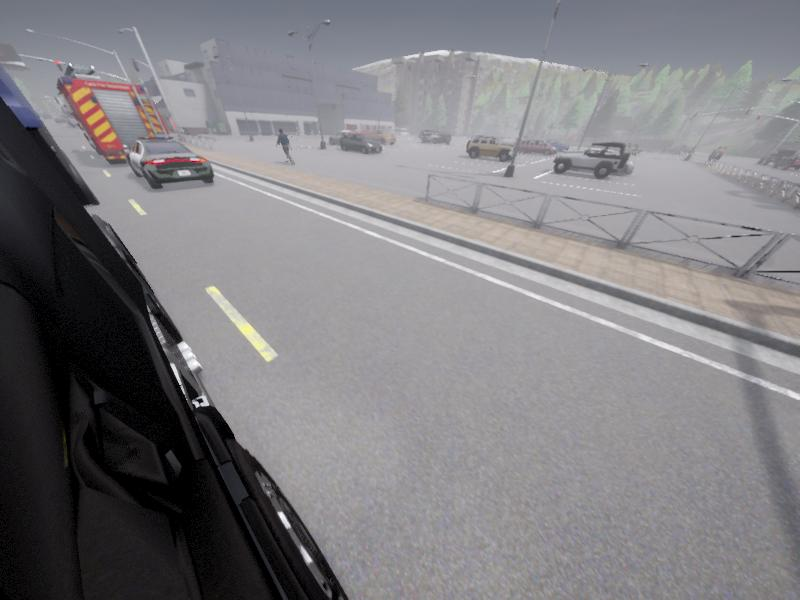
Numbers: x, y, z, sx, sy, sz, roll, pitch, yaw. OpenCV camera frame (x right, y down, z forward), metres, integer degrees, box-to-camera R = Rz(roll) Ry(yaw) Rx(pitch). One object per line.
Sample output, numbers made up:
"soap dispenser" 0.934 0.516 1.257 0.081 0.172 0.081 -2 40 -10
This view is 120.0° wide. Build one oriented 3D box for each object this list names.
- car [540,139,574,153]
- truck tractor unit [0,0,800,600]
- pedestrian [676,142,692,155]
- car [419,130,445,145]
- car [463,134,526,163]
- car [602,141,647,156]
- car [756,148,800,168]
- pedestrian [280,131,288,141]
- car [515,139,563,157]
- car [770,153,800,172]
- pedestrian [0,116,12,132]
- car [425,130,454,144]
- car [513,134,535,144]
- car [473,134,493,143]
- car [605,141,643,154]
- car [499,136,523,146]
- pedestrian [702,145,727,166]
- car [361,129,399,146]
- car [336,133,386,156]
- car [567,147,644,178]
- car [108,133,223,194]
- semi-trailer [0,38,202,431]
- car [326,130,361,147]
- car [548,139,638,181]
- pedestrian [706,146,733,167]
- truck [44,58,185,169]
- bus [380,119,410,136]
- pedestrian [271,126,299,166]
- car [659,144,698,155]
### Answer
"car" 23.513 -23.157 34.720 3.633 1.501 1.845 28 44 30
"truck tractor unit" -2.645 -0.295 0.351 6.516 4.208 3.053 28 44 30
"pedestrian" 51.751 -27.648 42.135 0.751 1.860 0.751 5 37 3
"car" 5.489 -27.943 39.591 3.866 1.878 1.905 28 44 30
"car" 8.430 -13.799 20.954 4.605 1.855 1.932 28 44 30
"car" 37.019 -25.192 38.276 5.027 1.636 2.152 28 44 30
"car" 50.276 -18.950 30.722 1.905 1.878 3.866 29 44 30
"pedestrian" -15.884 -22.429 31.650 0.500 1.100 0.500 28 44 30
"car" 17.019 -18.809 28.492 4.514 1.523 2.007 28 44 30
"car" 46.036 -15.971 26.795 2.007 1.525 4.514 29 44 30
"pedestrian" -43.429 -19.310 24.880 0.751 1.860 0.751 20 40 22
"car" 7.053 -29.370 41.623 4.605 1.855 1.932 28 44 30
"car" 33.340 -43.424 62.317 4.605 1.855 1.932 28 44 30
"car" 19.165 -37.243 53.318 3.633 1.501 1.845 28 44 30
"car" 39.008 -26.582 40.265 4.514 1.523 2.007 28 44 30
"car" 22.891 -32.880 47.748 3.806 1.475 1.970 28 44 30
"pedestrian" 35.139 -16.182 25.837 0.751 1.860 0.751 28 44 30
"car" -2.787 -22.270 31.652 5.027 1.636 2.152 28 44 30
"car" -3.694 -14.706 21.755 4.514 1.523 2.007 28 44 30
"car" 14.905 -10.122 16.889 3.806 1.475 1.970 28 44 30
"car" -9.658 -5.775 9.476 4.974 1.542 2.038 28 44 30
"semi-trailer" -8.744 -3.571 4.186 14.254 4.402 2.717 28 44 29
"car" -6.694 -19.260 27.532 3.806 1.475 1.970 28 44 30
"car" 12.300 -9.142 14.950 3.866 1.878 1.905 28 44 30
"pedestrian" 33.469 -15.047 24.223 0.751 1.860 0.751 28 44 30
"truck" -16.391 -10.368 13.273 8.468 3.827 2.891 28 44 30
"bus" -1.965 -60.439 80.846 10.273 4.253 3.944 28 44 30
"pedestrian" -6.724 -9.032 13.572 0.751 1.860 0.751 27 43 29
"car" 56.725 -30.721 47.149 2.163 1.488 4.792 -23 44 -30
